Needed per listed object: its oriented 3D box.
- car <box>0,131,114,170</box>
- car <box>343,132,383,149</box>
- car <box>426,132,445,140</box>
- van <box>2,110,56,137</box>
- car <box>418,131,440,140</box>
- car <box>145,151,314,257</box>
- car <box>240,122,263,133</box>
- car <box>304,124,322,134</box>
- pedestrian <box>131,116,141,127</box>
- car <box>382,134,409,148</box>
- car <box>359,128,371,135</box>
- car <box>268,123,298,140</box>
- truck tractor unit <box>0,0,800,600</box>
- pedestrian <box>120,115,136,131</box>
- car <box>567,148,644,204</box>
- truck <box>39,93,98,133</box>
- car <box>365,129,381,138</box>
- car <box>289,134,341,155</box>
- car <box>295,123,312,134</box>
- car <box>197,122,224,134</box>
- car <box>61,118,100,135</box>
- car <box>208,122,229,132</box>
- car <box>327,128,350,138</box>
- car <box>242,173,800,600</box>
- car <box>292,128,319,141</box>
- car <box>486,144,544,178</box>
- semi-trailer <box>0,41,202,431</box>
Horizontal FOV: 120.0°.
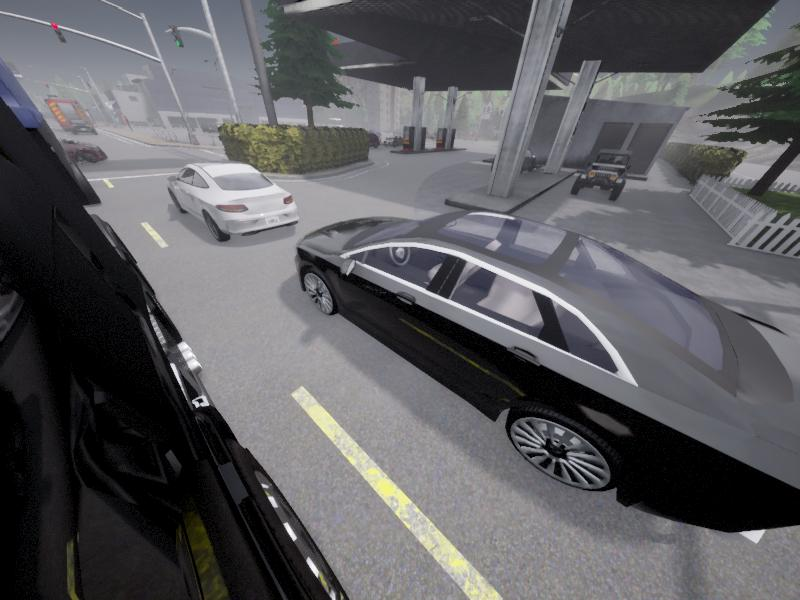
[{"bbox_3d":[-18.537,-7.850,12.031,1.994,1.385,4.181,29,44,29],"label":"car"},{"bbox_3d":[-4.674,-20.677,29.933,2.033,1.649,4.856,28,44,30],"label":"car"},{"bbox_3d":[9.117,-42.326,59.567,4.514,1.523,2.007,28,43,29],"label":"car"},{"bbox_3d":[-37.966,-18.115,23.747,4.480,2.038,2.069,28,44,30],"label":"van"},{"bbox_3d":[7.158,-40.925,57.556,5.027,1.636,2.152,28,43,29],"label":"car"},{"bbox_3d":[-4.554,-2.836,6.096,4.674,1.442,1.812,28,43,29],"label":"car"},{"bbox_3d":[-32.561,-37.760,50.530,5.027,1.636,2.152,28,43,29],"label":"car"},{"bbox_3d":[-22.866,-44.914,60.604,4.605,1.855,1.932,28,43,29],"label":"car"},{"bbox_3d":[-59.770,-40.447,52.357,0.751,1.860,0.751,-27,46,-34],"label":"pedestrian"},{"bbox_3d":[-0.617,-23.397,33.949,1.970,1.475,3.806,28,44,30],"label":"car"},{"bbox_3d":[-10.922,-52.854,72.426,3.633,1.501,1.845,28,43,29],"label":"car"},{"bbox_3d":[-17.225,-24.738,33.972,3.866,1.878,1.905,28,43,29],"label":"car"},{"bbox_3d":[-2.645,-0.295,0.352,6.516,4.208,3.053,28,44,30],"label":"truck tractor unit"},{"bbox_3d":[-41.336,-26.852,35.121,0.751,1.860,0.751,-19,42,-26],"label":"pedestrian"},{"bbox_3d":[10.170,-6.303,11.463,1.905,1.878,3.866,28,43,29],"label":"car"},{"bbox_3d":[-45.904,-25.786,32.007,8.468,3.827,2.891,28,44,30],"label":"truck"},{"bbox_3d":[-6.299,-38.809,53.863,3.633,1.501,1.845,28,43,29],"label":"car"},{"bbox_3d":[-8.086,-15.017,22.284,1.816,1.474,4.193,28,44,30],"label":"car"},{"bbox_3d":[-24.400,-43.478,58.556,3.866,1.878,1.905,28,43,29],"label":"car"},{"bbox_3d":[-33.320,-30.197,40.620,4.514,1.523,2.007,28,43,29],"label":"car"},{"bbox_3d":[-39.105,-21.239,28.275,4.974,1.542,2.038,28,44,30],"label":"car"},{"bbox_3d":[-36.407,-34.728,46.369,3.806,1.475,1.970,28,43,29],"label":"car"},{"bbox_3d":[-12.702,-34.425,47.567,4.514,1.523,2.007,28,43,29],"label":"car"},{"bbox_3d":[0.630,-0.191,2.676,4.902,1.511,2.128,28,44,30],"label":"car"},{"bbox_3d":[-14.645,-25.733,35.938,3.806,1.475,1.970,28,43,29],"label":"car"},{"bbox_3d":[8.573,-10.384,17.093,2.242,1.667,4.611,28,43,29],"label":"car"},{"bbox_3d":[-8.713,-3.597,4.210,14.254,4.402,2.717,28,44,30],"label":"semi-trailer"}]
